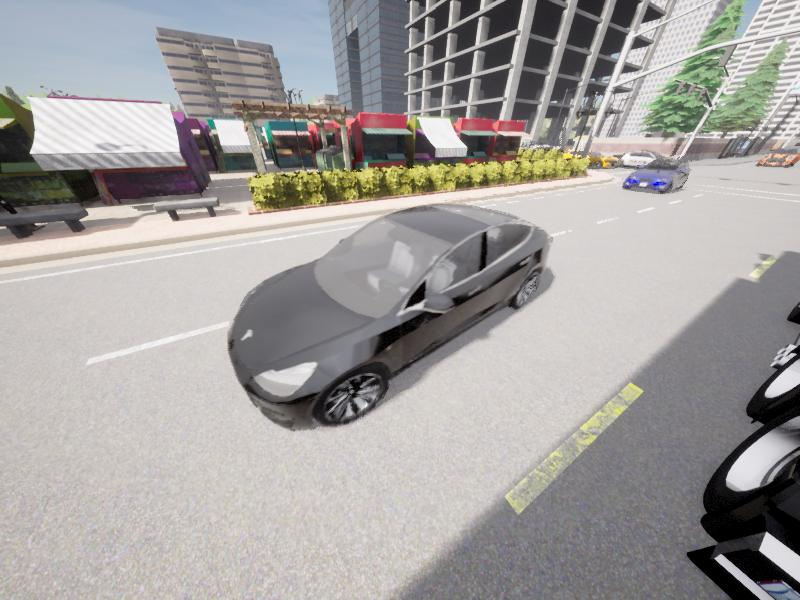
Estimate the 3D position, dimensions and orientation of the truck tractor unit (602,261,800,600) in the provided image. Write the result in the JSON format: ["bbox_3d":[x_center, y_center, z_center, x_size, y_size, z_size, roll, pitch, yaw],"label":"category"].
[{"bbox_3d":[5.104,-0.307,0.788,6.516,4.208,3.053,-19,39,-24],"label":"truck tractor unit"}]

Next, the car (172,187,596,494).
[{"bbox_3d":[0.290,-0.409,3.288,4.792,1.488,2.163,-23,41,-30],"label":"car"}]

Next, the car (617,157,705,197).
[{"bbox_3d":[14.053,-6.727,12.465,4.193,1.474,1.816,-20,40,-27],"label":"car"}]

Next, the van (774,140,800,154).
[{"bbox_3d":[89.682,-34.170,51.457,1.988,2.561,5.915,-17,39,-24],"label":"van"}]

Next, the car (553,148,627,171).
[{"bbox_3d":[17.770,-13.443,21.978,1.882,1.535,5.008,-16,38,-22],"label":"car"}]

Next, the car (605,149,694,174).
[{"bbox_3d":[22.525,-12.821,21.164,2.038,1.542,4.974,-18,40,-24],"label":"car"}]

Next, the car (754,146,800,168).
[{"bbox_3d":[41.590,-15.602,25.133,4.553,1.767,2.097,-18,39,-24],"label":"car"}]
